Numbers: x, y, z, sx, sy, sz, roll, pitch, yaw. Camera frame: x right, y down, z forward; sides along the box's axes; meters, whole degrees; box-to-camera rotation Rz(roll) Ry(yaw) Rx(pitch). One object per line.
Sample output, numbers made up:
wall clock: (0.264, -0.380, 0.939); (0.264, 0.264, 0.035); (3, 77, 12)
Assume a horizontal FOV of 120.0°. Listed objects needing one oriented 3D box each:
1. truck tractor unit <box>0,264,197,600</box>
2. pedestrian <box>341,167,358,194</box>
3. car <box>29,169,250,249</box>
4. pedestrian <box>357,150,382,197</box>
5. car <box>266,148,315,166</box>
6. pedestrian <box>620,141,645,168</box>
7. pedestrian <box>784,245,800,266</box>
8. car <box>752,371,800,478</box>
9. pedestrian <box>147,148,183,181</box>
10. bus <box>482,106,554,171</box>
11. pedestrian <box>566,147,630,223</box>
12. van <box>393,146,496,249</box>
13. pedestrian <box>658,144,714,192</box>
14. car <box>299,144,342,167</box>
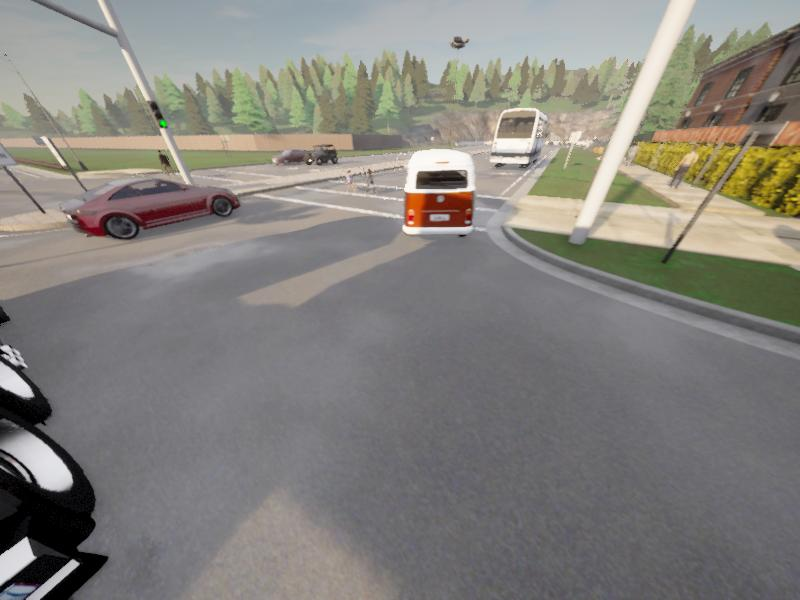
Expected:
truck tractor unit: (-5.110, -0.301, 0.780); (6.516, 4.208, 3.053); (18, 39, 24)
pedestrian: (-2.546, -6.037, 11.680); (0.500, 1.100, 0.500); (16, 38, 22)
car: (-7.740, -3.223, 7.491); (1.994, 1.385, 4.181); (17, 39, 23)
pedestrian: (-1.423, -5.964, 10.907); (0.751, 1.860, 0.751); (14, 37, 19)
car: (-12.022, -15.962, 25.752); (1.812, 1.442, 4.674); (18, 39, 25)
pedestrian: (19.580, -12.275, 19.527); (0.751, 1.860, 0.751); (22, 41, 29)
pedestrian: (8.305, -1.343, 3.921); (0.751, 1.860, 0.751); (5, 35, 7)
car: (5.229, 1.703, 0.167); (4.974, 1.542, 2.038); (20, 40, 27)
pedestrian: (-15.882, -9.190, 15.652); (0.751, 1.860, 0.751); (14, 37, 19)
bus: (11.937, -15.839, 22.922); (3.944, 4.253, 10.273); (19, 39, 25)
pedestrian: (5.694, -3.369, 6.797); (0.751, 1.860, 0.751); (18, 39, 24)
van: (1.089, -3.410, 7.101); (2.069, 2.038, 4.480); (1, 35, 5)
pedestrian: (13.157, -6.113, 10.731); (0.751, 1.860, 0.751); (19, 39, 25)
car: (-8.457, -15.675, 24.920); (1.905, 1.878, 3.866); (18, 39, 25)
